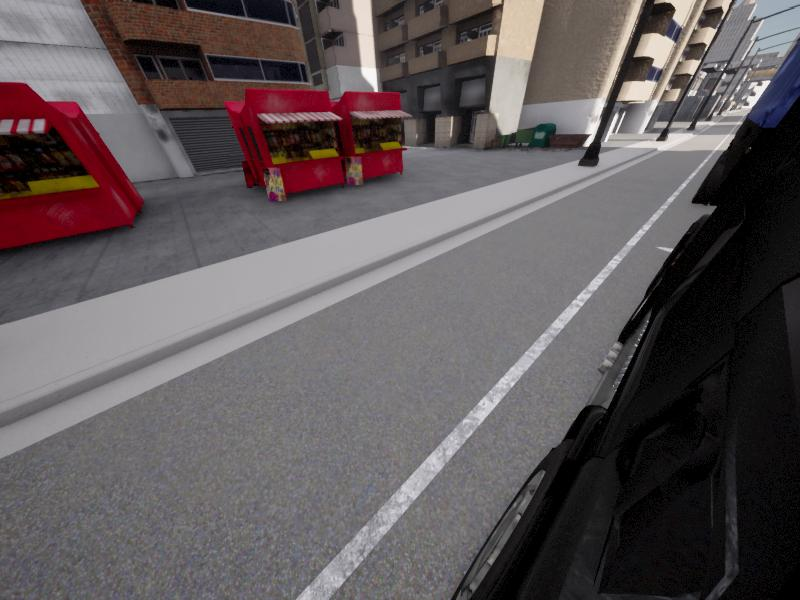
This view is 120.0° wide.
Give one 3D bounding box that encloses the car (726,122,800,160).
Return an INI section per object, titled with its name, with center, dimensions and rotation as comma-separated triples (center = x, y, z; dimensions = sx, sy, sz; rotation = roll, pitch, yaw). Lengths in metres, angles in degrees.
[car]
center = 22.055, -9.674, 13.940
dimensions = 4.902, 1.511, 2.128
rotation = -28, 44, -30

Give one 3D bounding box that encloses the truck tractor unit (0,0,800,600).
[truck tractor unit]
center = 2.645, -0.295, 0.351
dimensions = 6.516, 4.208, 3.053
rotation = -28, 44, -30

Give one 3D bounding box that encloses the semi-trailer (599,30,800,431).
[semi-trailer]
center = 8.635, -3.647, 4.288
dimensions = 14.254, 4.402, 2.717
rotation = -29, 44, -30

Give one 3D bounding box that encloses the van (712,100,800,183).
[van]
center = 16.399, -6.998, 9.958
dimensions = 6.366, 2.431, 2.351
rotation = -28, 44, -30
